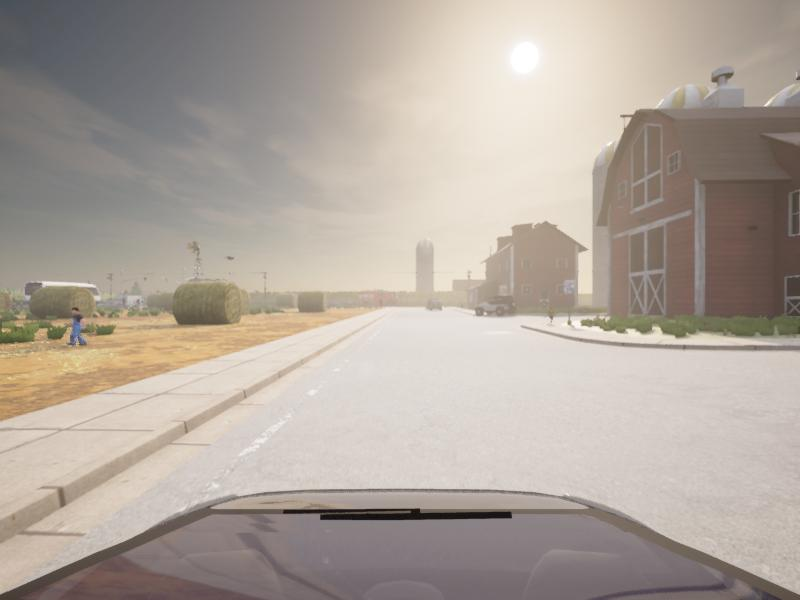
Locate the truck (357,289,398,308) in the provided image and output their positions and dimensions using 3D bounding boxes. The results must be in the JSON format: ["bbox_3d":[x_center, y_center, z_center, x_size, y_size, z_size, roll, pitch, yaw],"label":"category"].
[{"bbox_3d":[-4.648,-0.297,85.341,8.468,3.827,2.891,0,0,3],"label":"truck"}]

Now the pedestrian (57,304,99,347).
[{"bbox_3d":[-9.999,0.765,12.426,0.751,1.300,0.751,0,0,25],"label":"pedestrian"}]

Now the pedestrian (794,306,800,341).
[{"bbox_3d":[12.780,0.747,12.486,0.500,1.100,0.500,0,0,16],"label":"pedestrian"}]

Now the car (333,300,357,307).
[{"bbox_3d":[-12.228,0.798,89.196,5.238,1.638,1.930,0,0,3],"label":"car"}]

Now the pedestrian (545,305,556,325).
[{"bbox_3d":[8.614,0.866,22.866,0.500,1.100,0.500,0,0,7],"label":"pedestrian"}]

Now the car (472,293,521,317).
[{"bbox_3d":[8.831,0.489,36.960,1.905,1.878,3.866,-8,3,-41],"label":"car"}]

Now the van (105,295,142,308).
[{"bbox_3d":[-53.688,0.362,77.855,2.351,2.431,6.366,0,0,6],"label":"van"}]

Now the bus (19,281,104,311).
[{"bbox_3d":[-51.845,-0.550,61.921,3.944,4.253,10.273,0,0,6],"label":"bus"}]

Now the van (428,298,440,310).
[{"bbox_3d":[5.567,0.600,66.422,1.775,1.987,4.442,0,0,2],"label":"van"}]
